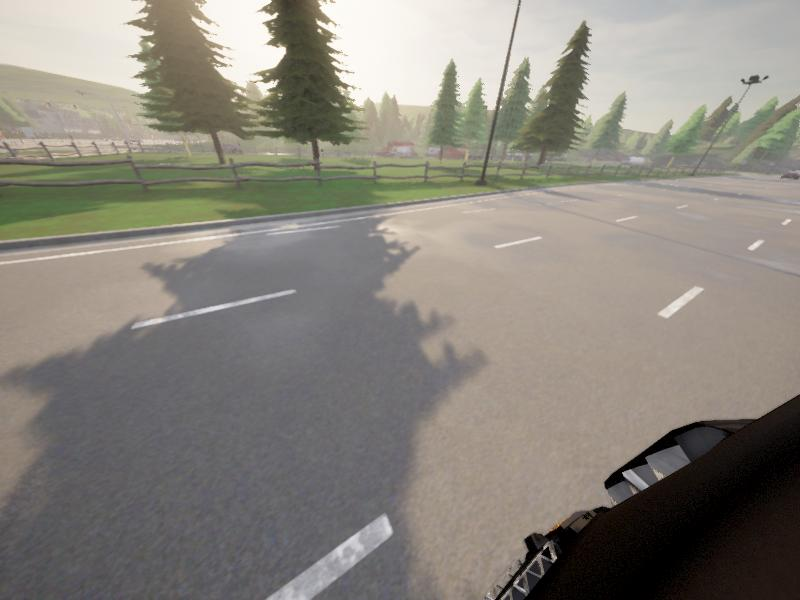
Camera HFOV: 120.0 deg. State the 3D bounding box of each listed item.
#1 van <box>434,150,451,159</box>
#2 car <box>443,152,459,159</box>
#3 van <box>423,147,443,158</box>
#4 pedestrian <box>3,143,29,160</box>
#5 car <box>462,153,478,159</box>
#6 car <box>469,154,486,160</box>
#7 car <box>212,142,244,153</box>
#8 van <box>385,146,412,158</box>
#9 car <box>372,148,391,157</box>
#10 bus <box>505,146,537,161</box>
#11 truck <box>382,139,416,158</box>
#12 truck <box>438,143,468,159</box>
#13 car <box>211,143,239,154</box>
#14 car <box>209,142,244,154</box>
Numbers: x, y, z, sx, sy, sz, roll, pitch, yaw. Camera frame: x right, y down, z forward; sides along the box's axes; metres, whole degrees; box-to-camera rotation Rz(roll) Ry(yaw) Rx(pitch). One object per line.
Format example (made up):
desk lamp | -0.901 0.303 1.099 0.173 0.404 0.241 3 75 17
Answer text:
van | 11.852 -40.452 64.304 4.442 1.987 1.775 -16 38 -26
car | 16.099 -45.892 73.330 4.514 1.525 2.007 -16 38 -26
van | 10.501 -46.987 73.573 5.915 2.561 1.988 -16 38 -26
pedestrian | -30.750 -11.890 18.519 0.500 1.100 0.500 -13 37 -23
car | 23.144 -47.935 76.844 5.008 1.535 1.882 -16 38 -26
car | 23.535 -43.584 70.308 4.892 1.490 1.837 -16 38 -26
car | -35.252 -31.320 47.497 5.027 1.651 2.152 -16 38 -26
van | -0.447 -37.132 58.003 6.366 2.431 2.351 -16 38 -26
car | -4.941 -40.031 62.672 4.553 1.767 2.097 -16 38 -26
bus | 43.218 -52.477 82.660 10.273 4.253 3.944 -16 38 -26
truck | -0.379 -39.952 61.014 8.468 3.827 2.891 -16 38 -26
truck | 15.910 -44.596 69.193 8.468 3.827 2.891 -16 38 -26
car | -33.865 -29.489 44.831 3.988 1.617 1.851 -16 38 -26
car | -31.781 -27.865 42.500 4.856 1.649 2.033 -16 38 -26
